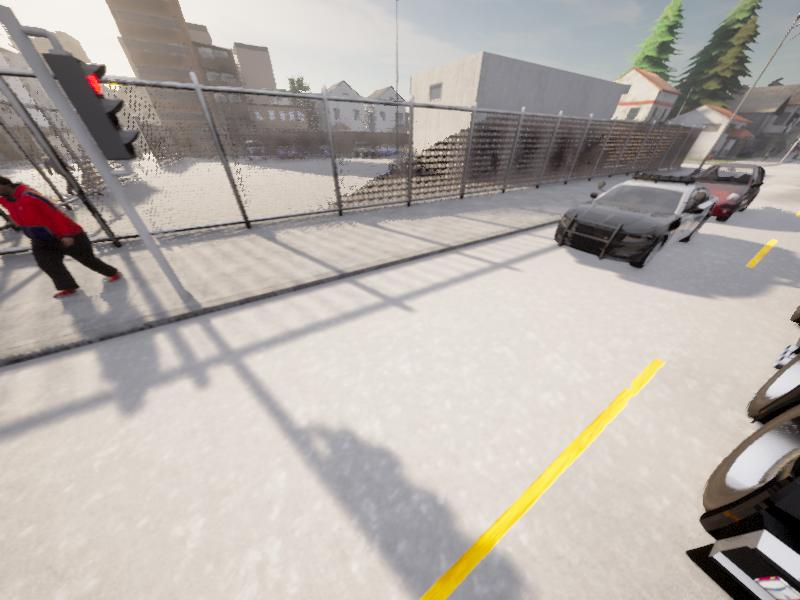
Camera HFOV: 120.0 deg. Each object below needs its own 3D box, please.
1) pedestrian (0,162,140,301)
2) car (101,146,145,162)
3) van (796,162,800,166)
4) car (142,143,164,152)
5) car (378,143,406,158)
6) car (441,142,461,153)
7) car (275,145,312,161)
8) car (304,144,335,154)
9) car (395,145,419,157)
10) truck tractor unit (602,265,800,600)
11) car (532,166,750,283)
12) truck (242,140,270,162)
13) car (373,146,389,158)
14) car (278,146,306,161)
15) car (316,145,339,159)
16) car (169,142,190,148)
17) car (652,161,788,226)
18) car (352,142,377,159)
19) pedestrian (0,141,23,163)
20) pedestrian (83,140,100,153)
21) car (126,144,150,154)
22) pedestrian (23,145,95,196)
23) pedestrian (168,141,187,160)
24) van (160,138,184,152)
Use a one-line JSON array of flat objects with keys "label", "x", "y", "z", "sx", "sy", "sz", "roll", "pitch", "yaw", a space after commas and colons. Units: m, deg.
[{"label": "pedestrian", "x": -5.244, "y": -0.976, "z": 3.490, "sx": 0.751, "sy": 1.860, "sz": 0.751, "roll": -1, "pitch": 35, "yaw": -2}, {"label": "car", "x": -34.078, "y": -18.198, "z": 28.635, "sx": 2.033, "sy": 1.411, "sz": 5.357, "roll": -19, "pitch": 39, "yaw": -25}, {"label": "van", "x": 47.431, "y": -16.246, "z": 26.007, "sx": 4.442, "sy": 1.987, "sz": 1.775, "roll": -19, "pitch": 39, "yaw": -25}, {"label": "car", "x": -56.101, "y": -34.713, "z": 52.606, "sx": 2.152, "sy": 1.651, "sz": 5.027, "roll": -19, "pitch": 39, "yaw": -25}, {"label": "car", "x": -1.270, "y": -22.452, "z": 34.669, "sx": 2.242, "sy": 1.667, "sz": 4.611, "roll": -19, "pitch": 39, "yaw": -25}, {"label": "car", "x": 10.871, "y": -32.858, "z": 49.644, "sx": 3.866, "sy": 1.878, "sz": 1.905, "roll": 4, "pitch": 35, "yaw": 5}, {"label": "car", "x": -13.486, "y": -18.699, "z": 29.270, "sx": 3.705, "sy": 1.547, "sz": 1.789, "roll": -19, "pitch": 39, "yaw": -25}, {"label": "car", "x": -14.858, "y": -27.900, "z": 42.649, "sx": 4.892, "sy": 1.490, "sz": 1.837, "roll": -19, "pitch": 39, "yaw": -25}, {"label": "car", "x": 1.076, "y": -23.676, "z": 36.567, "sx": 1.816, "sy": 1.474, "sz": 4.193, "roll": -19, "pitch": 39, "yaw": -25}, {"label": "truck tractor unit", "x": 5.109, "y": -0.304, "z": 0.780, "sx": 6.516, "sy": 4.208, "sz": 3.053, "roll": -18, "pitch": 39, "yaw": -24}, {"label": "car", "x": 6.093, "y": -2.246, "z": 5.843, "sx": 5.238, "sy": 1.638, "sz": 1.930, "roll": -19, "pitch": 39, "yaw": -25}, {"label": "truck", "x": -17.248, "y": -17.845, "z": 27.590, "sx": 2.069, "sy": 2.038, "sz": 4.478, "roll": -19, "pitch": 39, "yaw": -25}, {"label": "car", "x": -2.786, "y": -21.450, "z": 33.399, "sx": 1.481, "sy": 1.379, "sz": 2.207, "roll": -19, "pitch": 39, "yaw": -25}, {"label": "car", "x": -13.764, "y": -18.653, "z": 29.327, "sx": 2.033, "sy": 1.415, "sz": 5.357, "roll": -19, "pitch": 39, "yaw": -25}, {"label": "car", "x": -9.956, "y": -20.260, "z": 31.560, "sx": 1.845, "sy": 1.501, "sz": 3.633, "roll": -19, "pitch": 39, "yaw": -25}, {"label": "car", "x": -69.064, "y": -48.654, "z": 72.525, "sx": 2.152, "sy": 1.651, "sz": 5.027, "roll": -2, "pitch": 35, "yaw": -4}, {"label": "car", "x": 11.882, "y": -4.129, "z": 8.628, "sx": 3.988, "sy": 1.617, "sz": 1.851, "roll": -19, "pitch": 39, "yaw": -25}, {"label": "car", "x": -5.084, "y": -21.422, "z": 32.973, "sx": 1.905, "sy": 1.878, "sz": 3.866, "roll": -19, "pitch": 39, "yaw": -25}, {"label": "pedestrian", "x": -39.675, "y": -14.907, "z": 23.227, "sx": 0.751, "sy": 1.860, "sz": 0.751, "roll": -12, "pitch": 37, "yaw": -17}, {"label": "pedestrian", "x": -51.930, "y": -25.886, "z": 38.895, "sx": 0.751, "sy": 1.860, "sz": 0.751, "roll": -18, "pitch": 39, "yaw": -25}, {"label": "car", "x": -49.975, "y": -28.837, "z": 44.170, "sx": 1.970, "sy": 1.475, "sz": 3.806, "roll": -19, "pitch": 39, "yaw": -25}, {"label": "pedestrian", "x": -14.868, "y": -5.676, "z": 10.162, "sx": 0.751, "sy": 1.860, "sz": 0.751, "roll": -11, "pitch": 36, "yaw": -16}, {"label": "pedestrian", "x": -26.785, "y": -18.046, "z": 27.848, "sx": 0.751, "sy": 1.860, "sz": 0.751, "roll": 19, "pitch": 39, "yaw": 25}, {"label": "van", "x": -51.313, "y": -35.022, "z": 52.130, "sx": 2.351, "sy": 2.431, "sz": 6.366, "roll": -19, "pitch": 39, "yaw": -25}]
